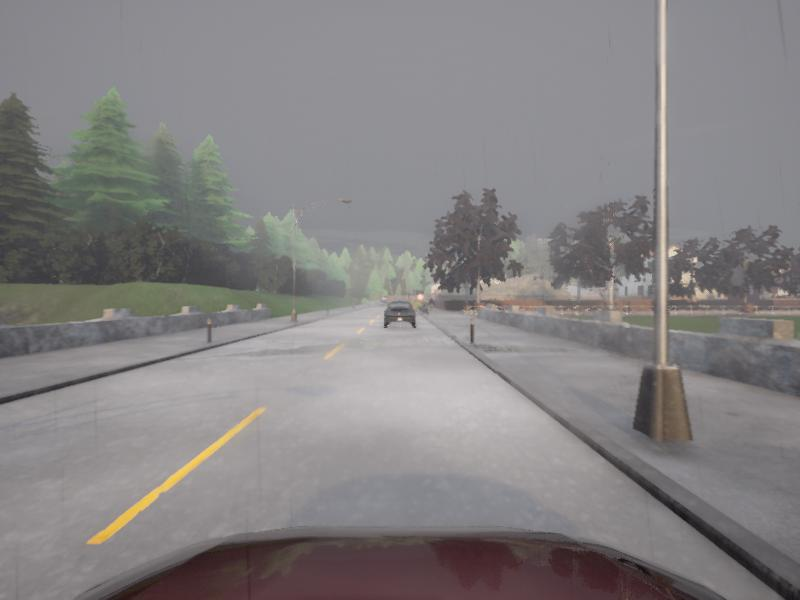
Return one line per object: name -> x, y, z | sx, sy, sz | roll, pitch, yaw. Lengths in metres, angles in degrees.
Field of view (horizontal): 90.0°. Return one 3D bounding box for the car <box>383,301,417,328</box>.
car -> 0.001, 0.797, 24.236 | 1.837, 1.490, 4.892 | 0, 0, 0
